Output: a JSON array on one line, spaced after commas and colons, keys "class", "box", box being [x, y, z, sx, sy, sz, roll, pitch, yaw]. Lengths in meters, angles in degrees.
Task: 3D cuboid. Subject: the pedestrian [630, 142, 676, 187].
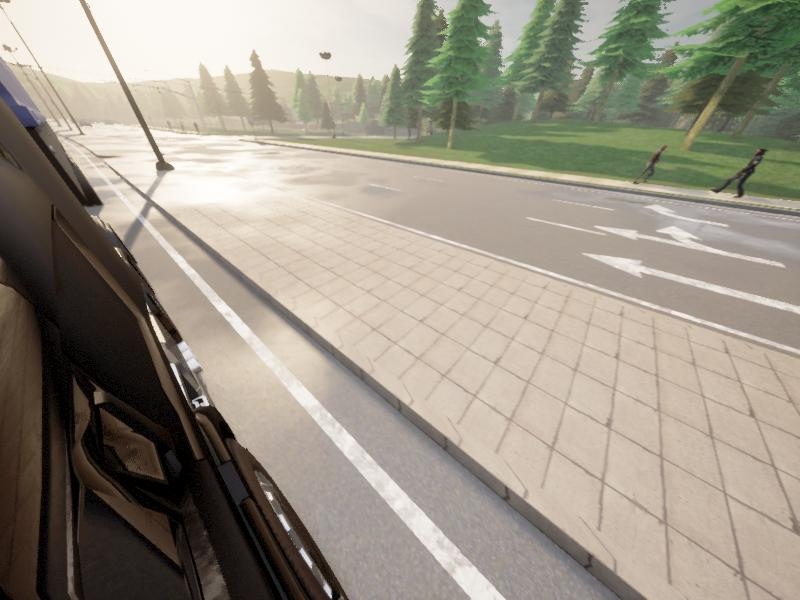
[{"class": "pedestrian", "box": [12.705, -6.827, 11.646, 0.751, 1.860, 0.751, 30, 45, 32]}]

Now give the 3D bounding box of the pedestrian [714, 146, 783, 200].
[{"class": "pedestrian", "box": [14.639, -5.373, 9.790, 0.751, 1.860, 0.751, -26, 45, -32]}]

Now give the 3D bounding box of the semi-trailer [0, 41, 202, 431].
[{"class": "semi-trailer", "box": [-8.714, -3.566, 4.251, 14.254, 4.402, 2.717, 28, 43, 30]}]

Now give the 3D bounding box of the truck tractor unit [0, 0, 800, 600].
[{"class": "truck tractor unit", "box": [-2.645, -0.295, 0.351, 6.516, 4.208, 3.053, 28, 44, 30]}]
